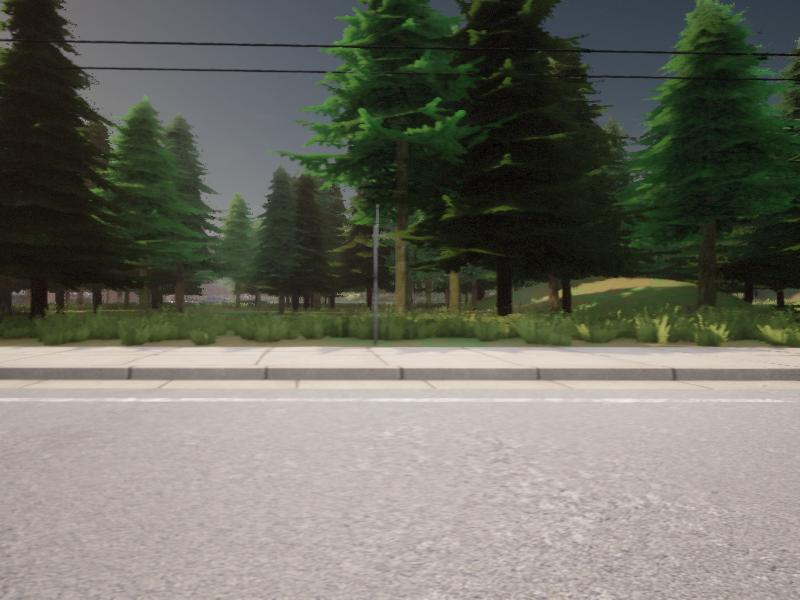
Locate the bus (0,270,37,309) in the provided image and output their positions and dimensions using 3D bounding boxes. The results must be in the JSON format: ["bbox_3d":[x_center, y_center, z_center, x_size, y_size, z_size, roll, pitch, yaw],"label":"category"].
[{"bbox_3d":[-46.057,-1.160,43.529,3.944,4.253,10.273,0,0,-1],"label":"bus"}]

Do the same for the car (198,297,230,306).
[{"bbox_3d":[-30.294,0.272,65.242,4.181,1.385,1.994,0,0,-2],"label":"car"}]
